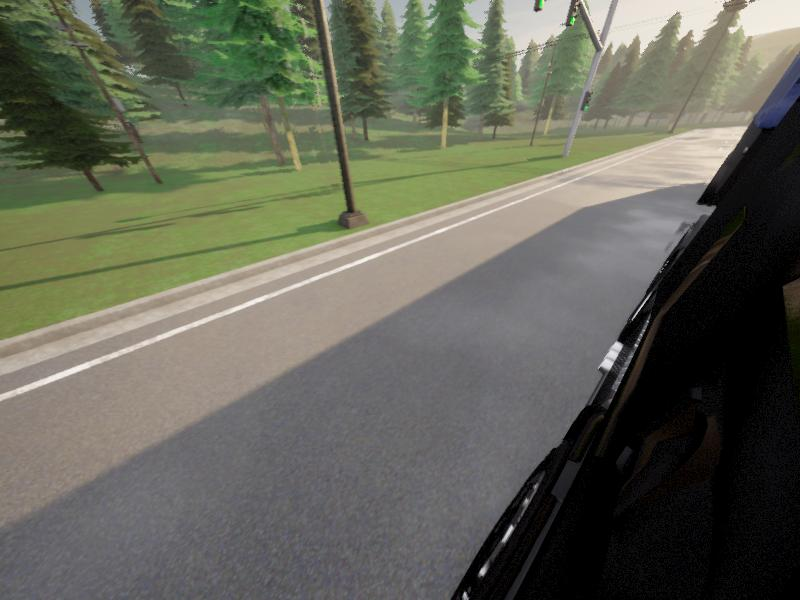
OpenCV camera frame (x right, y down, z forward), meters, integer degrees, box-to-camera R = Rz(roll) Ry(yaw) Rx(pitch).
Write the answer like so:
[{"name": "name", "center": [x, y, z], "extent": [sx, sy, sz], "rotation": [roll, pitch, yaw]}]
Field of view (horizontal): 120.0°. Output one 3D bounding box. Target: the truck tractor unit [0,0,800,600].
[{"name": "truck tractor unit", "center": [2.645, -0.295, 0.352], "extent": [6.516, 4.208, 3.053], "rotation": [-28, 44, -30]}]

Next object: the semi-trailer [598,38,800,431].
[{"name": "semi-trailer", "center": [8.697, -3.596, 4.244], "extent": [14.254, 4.402, 2.717], "rotation": [-28, 43, -30]}]
